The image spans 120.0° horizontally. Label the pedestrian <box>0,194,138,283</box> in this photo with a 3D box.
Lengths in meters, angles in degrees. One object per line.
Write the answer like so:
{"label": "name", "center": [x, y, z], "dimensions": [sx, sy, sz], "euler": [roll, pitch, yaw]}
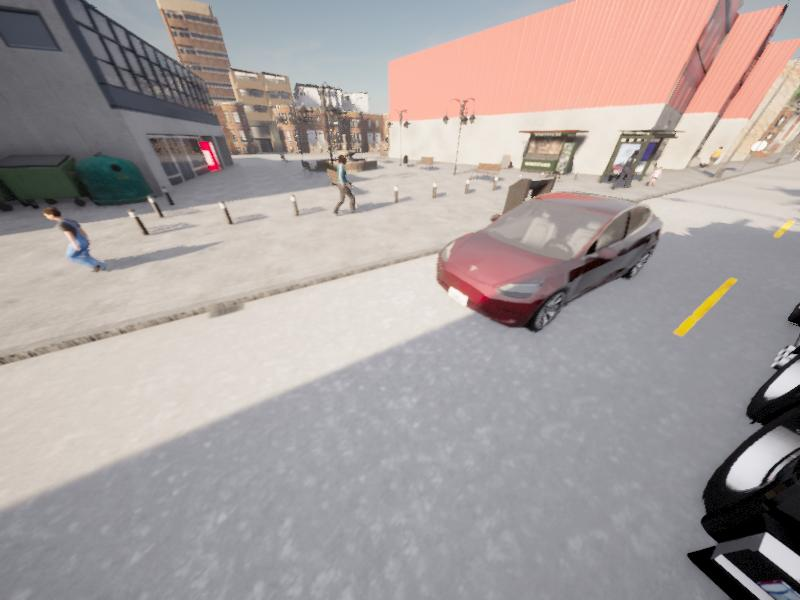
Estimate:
{"label": "pedestrian", "center": [-5.838, -1.128, 4.215], "dimensions": [0.751, 1.300, 0.751], "euler": [-16, 38, -22]}

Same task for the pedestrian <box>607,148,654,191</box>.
{"label": "pedestrian", "center": [11.886, -6.758, 11.995], "dimensions": [0.751, 1.860, 0.751], "euler": [2, 35, 2]}

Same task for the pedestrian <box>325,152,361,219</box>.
{"label": "pedestrian", "center": [-1.854, -3.787, 7.651], "dimensions": [0.751, 1.860, 0.751], "euler": [-18, 39, -24]}

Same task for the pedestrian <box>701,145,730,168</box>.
{"label": "pedestrian", "center": [31.121, -14.131, 22.790], "dimensions": [0.751, 1.860, 0.751], "euler": [-14, 37, -20]}

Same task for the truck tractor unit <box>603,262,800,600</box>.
{"label": "truck tractor unit", "center": [5.105, -0.305, 0.792], "dimensions": [6.516, 4.208, 3.053], "euler": [-18, 39, -24]}

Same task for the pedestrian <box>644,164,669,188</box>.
{"label": "pedestrian", "center": [14.305, -6.908, 12.903], "dimensions": [0.500, 1.100, 0.500], "euler": [29, 44, 35]}

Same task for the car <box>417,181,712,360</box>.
{"label": "car", "center": [2.938, -1.075, 4.291], "dimensions": [4.792, 1.488, 2.163], "euler": [-18, 39, -25]}
